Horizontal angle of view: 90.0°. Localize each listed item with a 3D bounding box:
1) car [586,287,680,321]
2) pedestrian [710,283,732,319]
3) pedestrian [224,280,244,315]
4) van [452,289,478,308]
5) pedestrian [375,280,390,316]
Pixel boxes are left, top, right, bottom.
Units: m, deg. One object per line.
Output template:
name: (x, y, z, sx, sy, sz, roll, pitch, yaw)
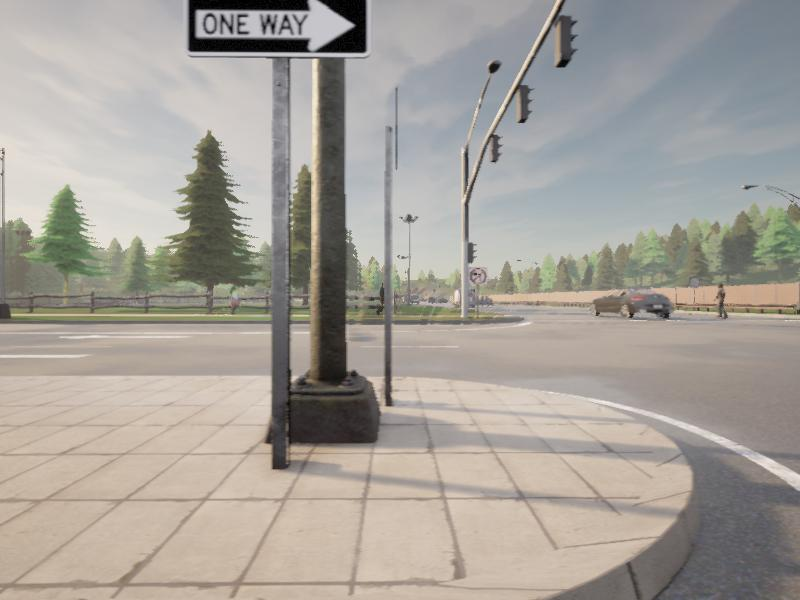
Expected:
car: (12.505, 0.187, 21.944, 2.152, 1.651, 5.027, 0, 0, -1)
pedestrian: (16.820, 0.046, 20.979, 0.751, 1.860, 0.751, 0, 0, 23)
pedestrian: (-9.018, -0.120, 21.703, 0.751, 1.860, 0.751, 0, 0, 4)
van: (8.562, -0.217, 53.448, 2.351, 2.431, 6.366, 0, 0, -1)
pedestrian: (-0.930, -0.116, 21.154, 0.751, 1.860, 0.751, 0, 0, 3)
